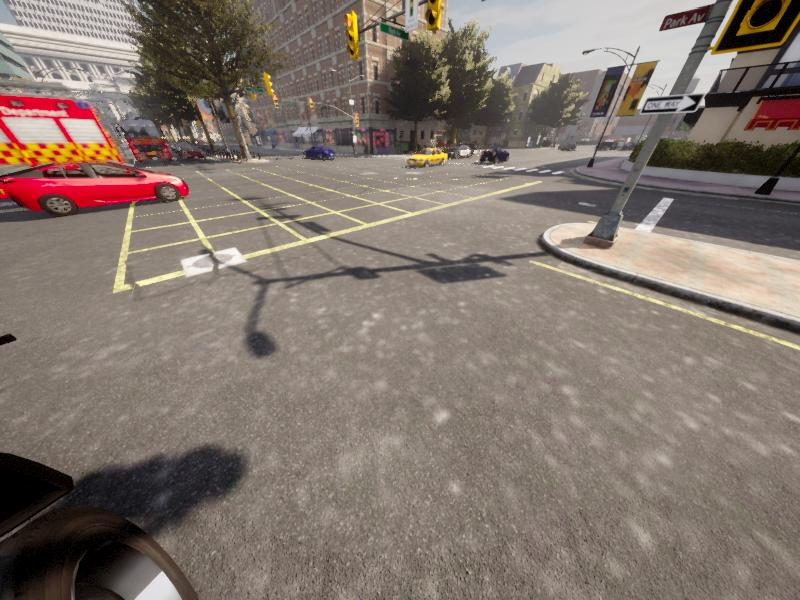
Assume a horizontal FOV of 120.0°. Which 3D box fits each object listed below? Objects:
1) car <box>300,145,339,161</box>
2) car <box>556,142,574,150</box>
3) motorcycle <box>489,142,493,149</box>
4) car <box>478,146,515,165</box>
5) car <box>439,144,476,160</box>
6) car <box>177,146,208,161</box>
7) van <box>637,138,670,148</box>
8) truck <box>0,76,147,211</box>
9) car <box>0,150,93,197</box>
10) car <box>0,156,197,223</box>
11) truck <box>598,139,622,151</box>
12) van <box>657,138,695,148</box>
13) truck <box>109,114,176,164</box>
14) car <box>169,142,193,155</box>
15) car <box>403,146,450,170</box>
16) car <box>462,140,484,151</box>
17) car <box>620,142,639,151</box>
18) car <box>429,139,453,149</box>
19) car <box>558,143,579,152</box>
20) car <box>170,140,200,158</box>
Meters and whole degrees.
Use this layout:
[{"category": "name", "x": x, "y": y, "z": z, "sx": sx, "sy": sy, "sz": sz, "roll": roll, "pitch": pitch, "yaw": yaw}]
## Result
[{"category": "car", "x": -9.927, "y": -18.173, "z": 28.406, "sx": 4.674, "sy": 1.442, "sz": 1.812, "roll": 23, "pitch": 41, "yaw": 28}, {"category": "car", "x": 38.340, "y": -35.649, "z": 53.577, "sx": 4.674, "sy": 1.442, "sz": 1.812, "roll": -28, "pitch": 44, "yaw": -34}, {"category": "motorcycle", "x": 22.553, "y": -38.274, "z": 57.107, "sx": 0.764, "sy": 1.277, "sz": 2.356, "roll": 2, "pitch": 34, "yaw": 20}, {"category": "car", "x": 10.173, "y": -15.340, "z": 24.453, "sx": 3.633, "sy": 1.501, "sz": 1.845, "roll": -28, "pitch": 44, "yaw": -34}, {"category": "car", "x": 7.585, "y": -19.495, "z": 30.335, "sx": 4.974, "sy": 1.542, "sz": 2.038, "roll": -28, "pitch": 44, "yaw": -33}, {"category": "car", "x": -24.264, "y": -17.156, "z": 26.987, "sx": 1.895, "sy": 1.301, "sz": 4.718, "roll": -28, "pitch": 44, "yaw": -34}, {"category": "van", "x": 77.264, "y": -47.929, "z": 70.441, "sx": 6.366, "sy": 2.431, "sz": 2.351, "roll": 0, "pitch": 35, "yaw": -1}, {"category": "truck", "x": -15.769, "y": -5.334, "z": 8.059, "sx": 8.468, "sy": 3.827, "sz": 2.891, "roll": -28, "pitch": 44, "yaw": -34}, {"category": "car", "x": -18.535, "y": -5.721, "z": 10.486, "sx": 5.238, "sy": 1.638, "sz": 1.930, "roll": -28, "pitch": 44, "yaw": -34}, {"category": "car", "x": -11.058, "y": -4.404, "z": 8.769, "sx": 2.007, "sy": 1.525, "sz": 4.514, "roll": 27, "pitch": 43, "yaw": 33}, {"category": "truck", "x": 48.404, "y": -35.745, "z": 53.215, "sx": 6.274, "sy": 2.098, "sz": 2.390, "roll": -28, "pitch": 44, "yaw": -34}, {"category": "van", "x": 79.951, "y": -45.551, "z": 67.083, "sx": 6.366, "sy": 2.431, "sz": 2.351, "roll": 9, "pitch": 36, "yaw": 12}, {"category": "truck", "x": -27.249, "y": -17.094, "z": 24.681, "sx": 2.891, "sy": 3.827, "sz": 8.468, "roll": -28, "pitch": 44, "yaw": -34}, {"category": "car", "x": -32.921, "y": -22.725, "z": 34.677, "sx": 1.970, "sy": 1.475, "sz": 3.806, "roll": -27, "pitch": 44, "yaw": -33}, {"category": "car", "x": 2.597, "y": -13.364, "z": 21.546, "sx": 1.801, "sy": 1.575, "sz": 5.366, "roll": 23, "pitch": 41, "yaw": 28}, {"category": "car", "x": 15.961, "y": -34.039, "z": 50.744, "sx": 1.905, "sy": 1.878, "sz": 3.866, "roll": -24, "pitch": 42, "yaw": -30}, {"category": "car", "x": 51.517, "y": -34.460, "z": 51.810, "sx": 4.856, "sy": 1.649, "sz": 2.033, "roll": -28, "pitch": 44, "yaw": -34}, {"category": "car", "x": 9.944, "y": -38.121, "z": 56.362, "sx": 2.150, "sy": 2.045, "sz": 5.566, "roll": -28, "pitch": 44, "yaw": -34}, {"category": "car", "x": 33.780, "y": -30.524, "z": 46.218, "sx": 4.892, "sy": 1.490, "sz": 1.837, "roll": -28, "pitch": 44, "yaw": -34}, {"category": "car", "x": -28.926, "y": -20.319, "z": 31.013, "sx": 2.097, "sy": 1.767, "sz": 4.553, "roll": -28, "pitch": 44, "yaw": -34}]
